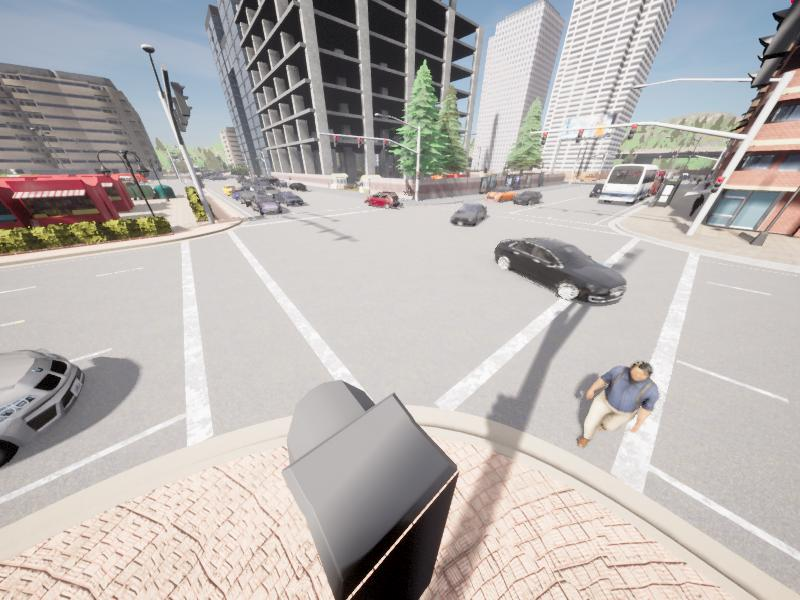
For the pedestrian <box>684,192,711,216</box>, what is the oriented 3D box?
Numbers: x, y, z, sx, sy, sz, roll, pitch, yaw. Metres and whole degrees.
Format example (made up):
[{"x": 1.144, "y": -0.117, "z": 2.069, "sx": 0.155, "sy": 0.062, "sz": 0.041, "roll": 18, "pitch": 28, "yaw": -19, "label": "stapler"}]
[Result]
[{"x": 26.328, "y": -8.479, "z": 20.478, "sx": 0.751, "sy": 1.860, "sz": 0.751, "roll": -26, "pitch": 39, "yaw": -37, "label": "pedestrian"}]

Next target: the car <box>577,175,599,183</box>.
[{"x": 55.989, "y": -36.141, "z": 68.816, "sx": 2.097, "sy": 1.767, "sz": 4.553, "roll": -23, "pitch": 37, "yaw": -34, "label": "car"}]

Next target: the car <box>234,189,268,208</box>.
[{"x": -17.514, "y": -11.947, "z": 27.107, "sx": 2.163, "sy": 1.488, "sz": 4.792, "roll": -23, "pitch": 37, "yaw": -34, "label": "car"}]

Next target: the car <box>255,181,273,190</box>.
[{"x": -27.697, "y": -23.301, "z": 46.885, "sx": 1.994, "sy": 1.385, "sz": 4.181, "roll": -23, "pitch": 37, "yaw": -34, "label": "car"}]

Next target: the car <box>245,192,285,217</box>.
[{"x": -13.363, "y": -9.559, "z": 22.824, "sx": 2.033, "sy": 1.649, "sz": 4.856, "roll": -23, "pitch": 37, "yaw": -34, "label": "car"}]

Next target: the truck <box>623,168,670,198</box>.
[{"x": 38.913, "y": -18.603, "z": 36.395, "sx": 8.468, "sy": 3.827, "sz": 2.891, "roll": -23, "pitch": 37, "yaw": -34, "label": "truck"}]

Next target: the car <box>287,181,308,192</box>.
[{"x": -18.968, "y": -20.933, "z": 42.614, "sx": 1.882, "sy": 1.535, "sz": 5.008, "roll": -23, "pitch": 37, "yaw": -34, "label": "car"}]

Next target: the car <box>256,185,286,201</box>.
[{"x": -17.959, "y": -14.993, "z": 32.193, "sx": 2.242, "sy": 1.667, "sz": 4.611, "roll": -23, "pitch": 37, "yaw": -34, "label": "car"}]

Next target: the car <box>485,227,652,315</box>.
[{"x": 5.857, "y": -1.492, "z": 9.031, "sx": 1.837, "sy": 1.490, "sz": 4.892, "roll": -12, "pitch": 32, "yaw": -19, "label": "car"}]

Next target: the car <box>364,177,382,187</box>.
[{"x": -5.875, "y": -25.875, "z": 50.553, "sx": 1.905, "sy": 1.878, "sz": 3.866, "roll": -23, "pitch": 37, "yaw": -34, "label": "car"}]

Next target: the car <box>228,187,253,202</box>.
[{"x": -21.746, "y": -14.437, "z": 31.426, "sx": 1.816, "sy": 1.474, "sz": 4.193, "roll": -23, "pitch": 37, "yaw": -34, "label": "car"}]

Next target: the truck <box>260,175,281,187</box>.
[{"x": -30.214, "y": -27.803, "z": 53.953, "sx": 2.390, "sy": 2.098, "sz": 6.274, "roll": -23, "pitch": 37, "yaw": -34, "label": "truck"}]

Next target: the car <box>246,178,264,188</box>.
[{"x": -32.368, "y": -26.160, "z": 51.584, "sx": 2.152, "sy": 1.651, "sz": 5.027, "roll": -23, "pitch": 37, "yaw": -34, "label": "car"}]

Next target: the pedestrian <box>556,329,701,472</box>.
[{"x": 3.196, "y": 1.488, "z": 3.411, "sx": 0.751, "sy": 1.860, "sz": 0.751, "roll": -18, "pitch": 34, "yaw": -28, "label": "pedestrian"}]

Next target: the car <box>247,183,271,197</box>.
[{"x": -22.624, "y": -17.681, "z": 36.989, "sx": 2.038, "sy": 1.542, "sz": 4.974, "roll": -23, "pitch": 37, "yaw": -34, "label": "car"}]

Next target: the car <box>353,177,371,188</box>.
[{"x": -8.128, "y": -24.929, "z": 48.916, "sx": 1.905, "sy": 1.878, "sz": 3.866, "roll": -23, "pitch": 37, "yaw": -34, "label": "car"}]

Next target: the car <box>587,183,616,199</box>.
[{"x": 29.977, "y": -16.310, "z": 34.363, "sx": 3.866, "sy": 1.878, "sz": 1.905, "roll": -23, "pitch": 37, "yaw": -34, "label": "car"}]

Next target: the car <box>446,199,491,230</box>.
[{"x": 5.786, "y": -7.166, "z": 18.984, "sx": 2.033, "sy": 1.411, "sz": 5.357, "roll": 16, "pitch": 34, "yaw": 26, "label": "car"}]

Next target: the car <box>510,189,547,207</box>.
[{"x": 15.617, "y": -12.415, "z": 28.009, "sx": 4.892, "sy": 1.490, "sz": 1.837, "roll": -24, "pitch": 38, "yaw": -33, "label": "car"}]

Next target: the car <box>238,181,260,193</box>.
[{"x": -27.408, "y": -20.545, "z": 41.840, "sx": 1.930, "sy": 1.638, "sz": 5.238, "roll": -23, "pitch": 37, "yaw": -34, "label": "car"}]

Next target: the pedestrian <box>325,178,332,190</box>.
[{"x": -13.505, "y": -21.904, "z": 43.621, "sx": 0.751, "sy": 1.860, "sz": 0.751, "roll": -23, "pitch": 37, "yaw": -34, "label": "pedestrian"}]

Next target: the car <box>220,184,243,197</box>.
[{"x": -26.393, "y": -17.199, "z": 36.147, "sx": 1.882, "sy": 1.535, "sz": 5.008, "roll": -23, "pitch": 37, "yaw": -34, "label": "car"}]

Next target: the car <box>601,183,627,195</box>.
[{"x": 36.103, "y": -18.722, "z": 38.890, "sx": 5.366, "sy": 1.575, "sz": 1.801, "roll": -23, "pitch": 37, "yaw": -34, "label": "car"}]

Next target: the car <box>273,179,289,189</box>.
[{"x": -25.198, "y": -24.615, "z": 48.975, "sx": 1.789, "sy": 1.549, "sz": 3.705, "roll": -23, "pitch": 37, "yaw": -34, "label": "car"}]

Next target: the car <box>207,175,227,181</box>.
[{"x": -59.822, "y": -39.959, "z": 75.681, "sx": 4.611, "sy": 1.667, "sz": 2.242, "roll": -23, "pitch": 37, "yaw": -34, "label": "car"}]

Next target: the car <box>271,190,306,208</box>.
[{"x": -13.316, "y": -12.140, "z": 27.528, "sx": 2.033, "sy": 1.411, "sz": 5.357, "roll": -23, "pitch": 37, "yaw": -34, "label": "car"}]

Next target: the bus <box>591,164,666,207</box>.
[{"x": 29.081, "y": -14.753, "z": 29.311, "sx": 10.273, "sy": 4.253, "sz": 3.944, "roll": -23, "pitch": 37, "yaw": -34, "label": "bus"}]

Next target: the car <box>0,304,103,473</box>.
[{"x": -7.986, "y": 1.961, "z": 2.938, "sx": 4.611, "sy": 1.667, "sz": 2.242, "roll": -22, "pitch": 37, "yaw": -34, "label": "car"}]

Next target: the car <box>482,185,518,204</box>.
[{"x": 12.981, "y": -13.722, "z": 29.979, "sx": 4.553, "sy": 1.767, "sz": 2.097, "roll": -23, "pitch": 37, "yaw": -34, "label": "car"}]

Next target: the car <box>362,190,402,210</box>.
[{"x": -2.005, "y": -11.222, "z": 25.774, "sx": 3.988, "sy": 1.617, "sz": 1.851, "roll": 19, "pitch": 35, "yaw": 28, "label": "car"}]
